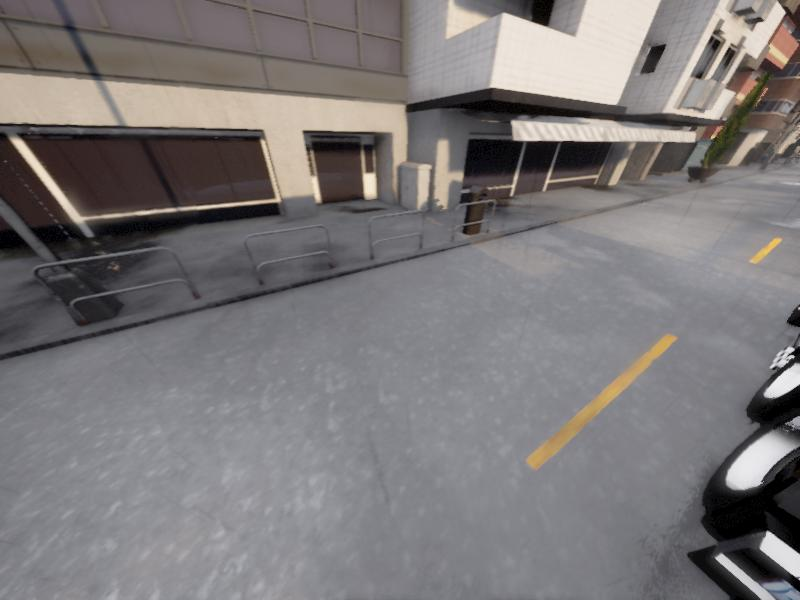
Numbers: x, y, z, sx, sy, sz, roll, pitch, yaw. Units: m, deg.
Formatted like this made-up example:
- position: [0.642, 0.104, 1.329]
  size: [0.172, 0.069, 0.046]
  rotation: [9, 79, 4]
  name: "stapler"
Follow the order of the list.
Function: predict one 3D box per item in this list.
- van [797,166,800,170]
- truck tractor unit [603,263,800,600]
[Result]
- position: [44.323, -14.695, 23.963]
  size: [4.480, 2.038, 2.069]
  rotation: [-18, 39, -25]
  name: "van"
- position: [5.117, -0.289, 0.805]
  size: [6.516, 4.208, 3.053]
  rotation: [-18, 39, -25]
  name: "truck tractor unit"
